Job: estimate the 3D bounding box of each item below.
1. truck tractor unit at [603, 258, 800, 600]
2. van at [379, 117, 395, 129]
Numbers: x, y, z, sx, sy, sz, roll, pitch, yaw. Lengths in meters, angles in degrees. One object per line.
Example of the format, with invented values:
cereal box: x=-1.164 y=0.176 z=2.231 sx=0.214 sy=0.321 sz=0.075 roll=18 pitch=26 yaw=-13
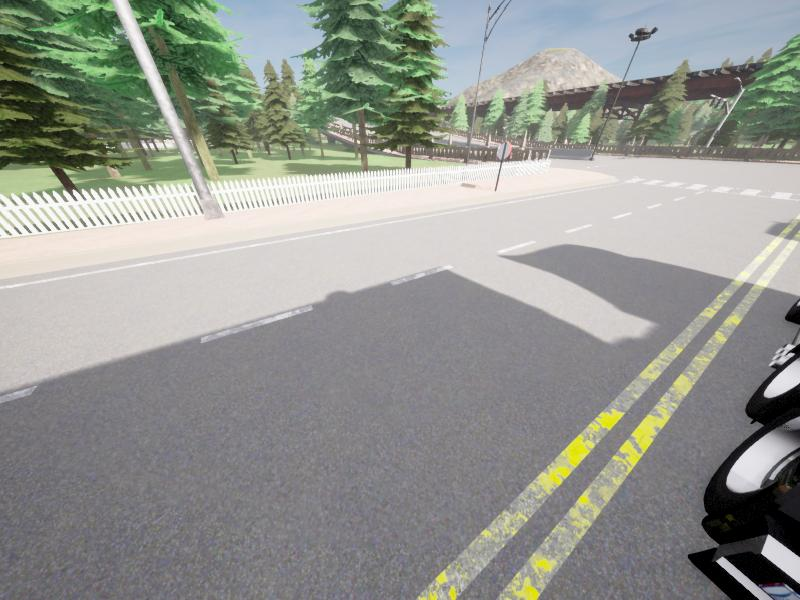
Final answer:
truck tractor unit: x=5.098 y=-0.313 z=0.797 sx=6.516 sy=4.208 sz=3.053 roll=-19 pitch=39 yaw=-25
van: x=-4.159 y=-55.640 z=72.515 sx=2.351 sy=2.431 sz=6.366 roll=-20 pitch=47 yaw=-26
